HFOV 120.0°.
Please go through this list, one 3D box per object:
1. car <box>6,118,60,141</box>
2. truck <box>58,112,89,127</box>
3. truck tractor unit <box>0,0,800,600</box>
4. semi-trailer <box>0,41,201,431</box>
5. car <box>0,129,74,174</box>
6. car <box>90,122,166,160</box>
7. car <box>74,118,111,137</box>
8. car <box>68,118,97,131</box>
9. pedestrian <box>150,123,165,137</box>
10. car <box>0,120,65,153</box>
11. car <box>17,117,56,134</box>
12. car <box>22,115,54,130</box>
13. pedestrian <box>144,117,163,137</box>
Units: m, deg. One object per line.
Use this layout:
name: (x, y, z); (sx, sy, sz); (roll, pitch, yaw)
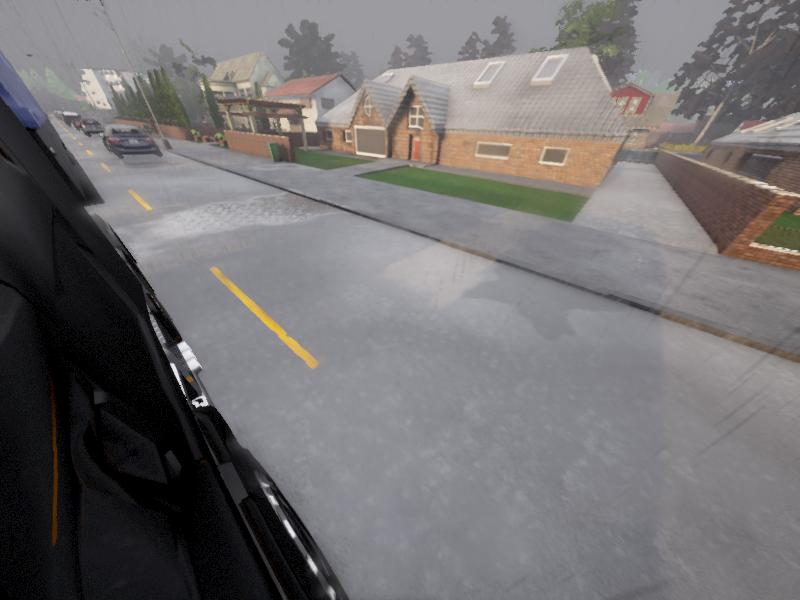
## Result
car: (-33.552, -15.711, 21.243); (4.514, 1.525, 2.007); (28, 43, 30)
truck: (-60.809, -33.641, 43.013); (6.274, 2.098, 2.390); (28, 44, 30)
truck tractor unit: (-2.645, -0.295, 0.351); (6.516, 4.208, 3.053); (28, 44, 30)
semi-trailer: (-8.684, -3.615, 4.243); (14.254, 4.402, 2.717); (28, 44, 30)
car: (-17.679, -7.159, 10.953); (4.181, 1.385, 1.994); (28, 44, 30)
car: (-17.853, -10.496, 15.167); (4.611, 1.667, 2.242); (28, 44, 30)
car: (-35.781, -20.058, 26.860); (3.988, 1.617, 1.851); (28, 44, 30)
car: (-46.907, -25.950, 34.138); (4.193, 1.474, 1.816); (28, 44, 30)
pedestrian: (-30.146, -21.161, 28.756); (0.751, 1.300, 0.751); (32, 45, 33)
car: (-24.975, -11.124, 15.658); (4.514, 1.525, 2.007); (28, 44, 30)
car: (-42.161, -20.291, 26.859); (4.193, 1.474, 1.816); (28, 43, 30)
car: (-49.917, -24.461, 31.892); (3.633, 1.501, 1.845); (28, 44, 30)
pedestrian: (-29.280, -20.501, 27.460); (0.751, 1.860, 0.751); (24, 41, 26)
